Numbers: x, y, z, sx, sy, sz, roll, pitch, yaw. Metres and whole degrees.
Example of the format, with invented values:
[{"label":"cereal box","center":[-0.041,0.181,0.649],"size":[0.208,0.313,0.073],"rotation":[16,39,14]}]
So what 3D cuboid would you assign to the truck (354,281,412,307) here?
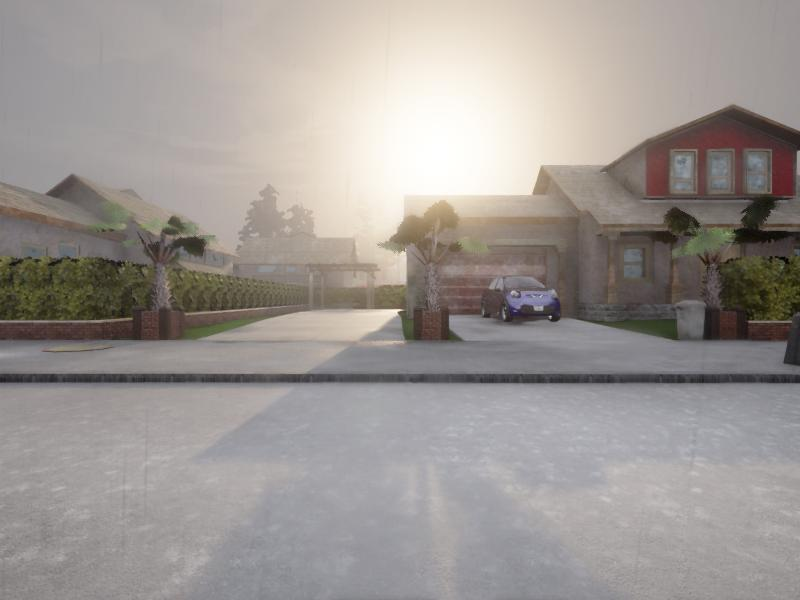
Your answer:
[{"label":"truck","center":[-2.477,-0.921,60.272],"size":[8.468,3.827,2.891],"rotation":[0,0,0]}]

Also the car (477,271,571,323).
[{"label":"car","center":[3.891,-0.082,13.247],"size":[1.845,1.501,3.633],"rotation":[0,0,-3]}]
